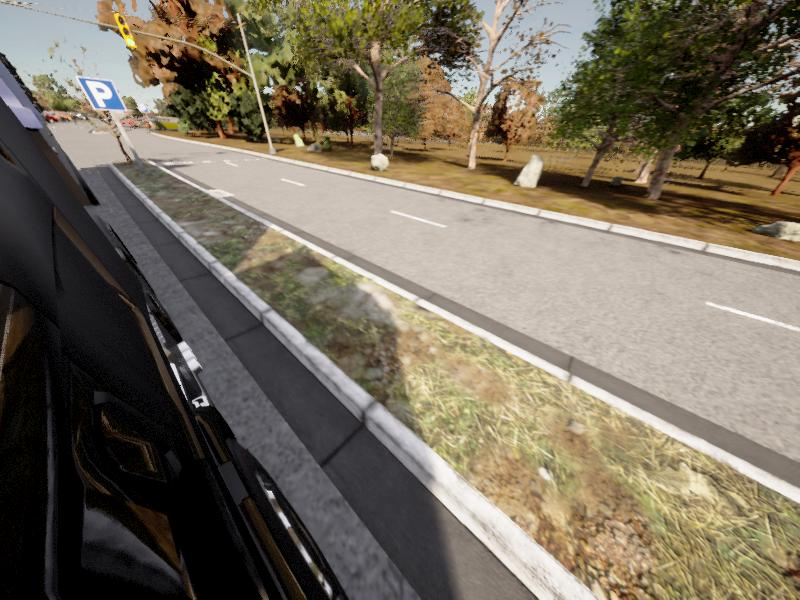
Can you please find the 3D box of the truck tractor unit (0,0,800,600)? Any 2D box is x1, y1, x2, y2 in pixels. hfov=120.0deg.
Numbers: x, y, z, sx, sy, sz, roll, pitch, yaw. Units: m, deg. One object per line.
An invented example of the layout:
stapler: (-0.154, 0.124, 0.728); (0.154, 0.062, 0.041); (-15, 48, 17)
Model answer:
truck tractor unit: (-2.645, -0.295, 0.351); (6.516, 4.208, 3.053); (28, 44, 30)

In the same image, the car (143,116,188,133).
car: (-38.755, -29.161, 38.369); (1.878, 1.987, 4.442); (19, 39, 19)

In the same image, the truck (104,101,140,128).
truck: (-54.642, -36.502, 45.639); (2.891, 3.827, 8.468); (-26, 46, -33)

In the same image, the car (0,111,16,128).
car: (-52.942, -22.632, 28.830); (2.185, 1.767, 4.553); (17, 40, 20)

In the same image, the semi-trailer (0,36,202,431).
semi-trailer: (-8.732, -3.566, 4.215); (14.254, 4.402, 2.717); (28, 43, 30)

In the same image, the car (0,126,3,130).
car: (-48.896, -19.745, 25.483); (2.163, 1.488, 4.792); (17, 40, 19)

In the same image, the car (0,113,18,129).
car: (-50.758, -21.285, 27.362); (1.946, 1.575, 5.366); (17, 40, 19)

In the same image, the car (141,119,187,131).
car: (-42.713, -31.827, 42.068); (1.946, 1.575, 5.366); (19, 39, 20)

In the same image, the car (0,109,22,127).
car: (-54.953, -24.163, 30.586); (1.878, 1.987, 4.442); (18, 40, 20)

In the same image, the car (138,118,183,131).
car: (-44.897, -32.993, 43.482); (1.946, 1.575, 5.366); (19, 39, 20)

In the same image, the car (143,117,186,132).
car: (-40.774, -30.465, 40.157); (2.185, 1.767, 4.553); (18, 39, 20)
